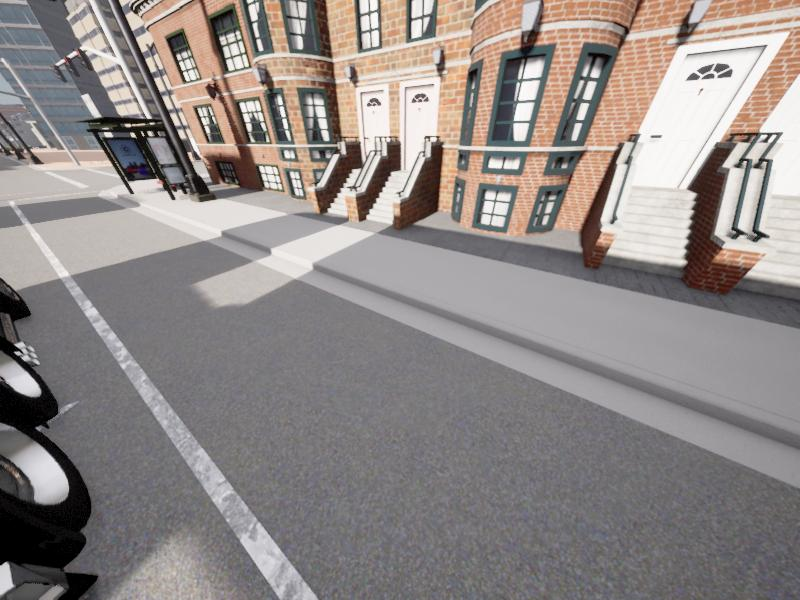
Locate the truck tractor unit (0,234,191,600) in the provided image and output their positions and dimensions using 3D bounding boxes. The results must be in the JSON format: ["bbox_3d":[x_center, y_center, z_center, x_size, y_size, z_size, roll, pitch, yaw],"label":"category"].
[{"bbox_3d":[-5.056,-0.354,0.845,6.516,4.208,3.053,21,40,26],"label":"truck tractor unit"}]
